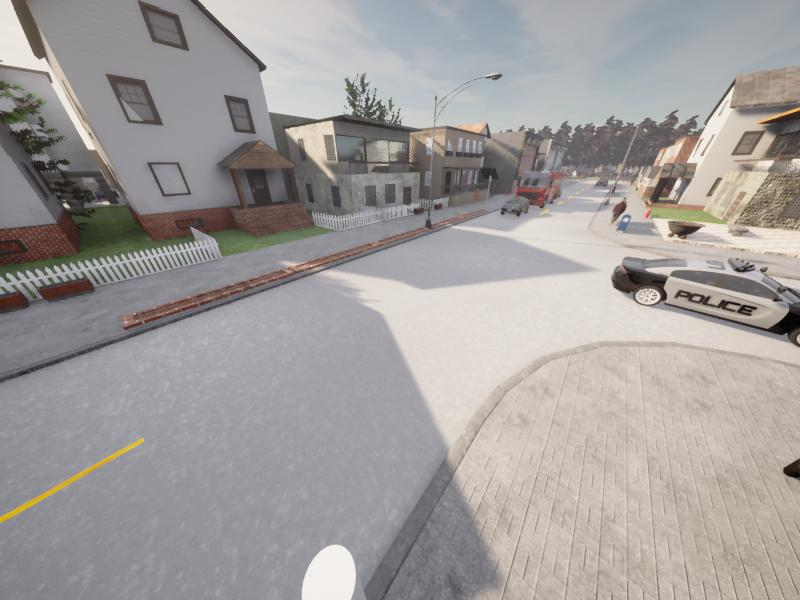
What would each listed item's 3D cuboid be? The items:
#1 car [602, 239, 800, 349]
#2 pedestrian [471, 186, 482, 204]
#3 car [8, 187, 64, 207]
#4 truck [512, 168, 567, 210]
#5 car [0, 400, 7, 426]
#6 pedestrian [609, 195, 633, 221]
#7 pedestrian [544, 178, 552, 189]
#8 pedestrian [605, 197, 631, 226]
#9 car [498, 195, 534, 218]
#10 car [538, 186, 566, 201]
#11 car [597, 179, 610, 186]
[{"bbox_3d":[9.794,-0.310,6.902,5.238,1.638,1.930,26,39,38],"label":"car"},{"bbox_3d":[9.156,-12.554,27.632,0.751,1.860,0.751,22,37,33],"label":"pedestrian"},{"bbox_3d":[-43.673,-12.532,27.911,2.242,1.667,4.611,-23,37,-34],"label":"car"},{"bbox_3d":[16.421,-13.181,27.013,2.891,3.827,8.468,23,37,34],"label":"truck"},{"bbox_3d":[-8.235,2.559,2.207,1.994,1.385,4.181,23,37,34],"label":"car"},{"bbox_3d":[17.956,-7.474,18.817,0.751,1.860,0.751,-26,39,-37],"label":"pedestrian"},{"bbox_3d":[29.839,-23.511,46.611,0.751,1.860,0.751,25,38,36],"label":"pedestrian"},{"bbox_3d":[16.433,-6.682,17.446,0.751,1.860,0.751,-24,38,-35],"label":"pedestrian"},{"bbox_3d":[11.108,-9.025,22.085,1.789,1.549,3.705,23,37,34],"label":"car"},{"bbox_3d":[21.898,-15.423,33.238,2.163,1.488,4.792,23,37,34],"label":"car"},{"bbox_3d":[50.640,-29.373,57.513,1.994,1.385,4.181,23,37,34],"label":"car"}]
